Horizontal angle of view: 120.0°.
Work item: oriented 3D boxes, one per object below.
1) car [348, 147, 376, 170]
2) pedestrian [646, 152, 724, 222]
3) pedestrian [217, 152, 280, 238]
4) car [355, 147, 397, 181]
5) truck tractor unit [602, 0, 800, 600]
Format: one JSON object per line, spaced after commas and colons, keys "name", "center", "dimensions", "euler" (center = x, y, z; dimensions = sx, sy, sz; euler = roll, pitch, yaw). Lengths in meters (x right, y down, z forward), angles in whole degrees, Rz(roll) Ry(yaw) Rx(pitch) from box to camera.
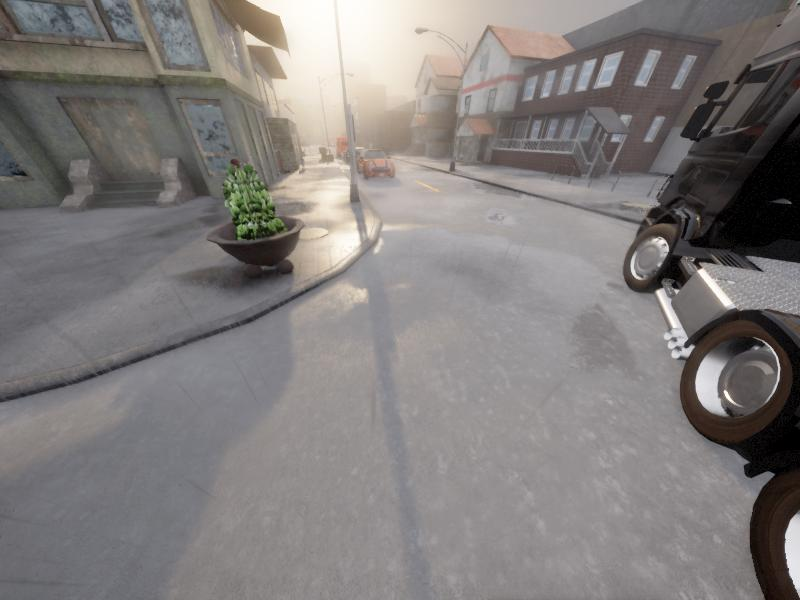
{"name": "car", "center": [-3.673, -13.528, 21.974], "dimensions": [1.851, 1.617, 3.988], "euler": [-9, 36, -13]}
{"name": "pedestrian", "center": [8.883, -3.571, 7.341], "dimensions": [0.751, 1.860, 0.751], "euler": [26, 42, 32]}
{"name": "pedestrian", "center": [-3.881, -2.710, 6.005], "dimensions": [0.751, 1.860, 0.751], "euler": [-21, 40, -28]}
{"name": "car", "center": [-1.830, -9.987, 16.744], "dimensions": [2.097, 1.767, 4.553], "euler": [-9, 36, -13]}
{"name": "truck tractor unit", "center": [4.434, -0.696, 1.343], "dimensions": [3.053, 4.208, 6.516], "euler": [19, 39, 25]}
